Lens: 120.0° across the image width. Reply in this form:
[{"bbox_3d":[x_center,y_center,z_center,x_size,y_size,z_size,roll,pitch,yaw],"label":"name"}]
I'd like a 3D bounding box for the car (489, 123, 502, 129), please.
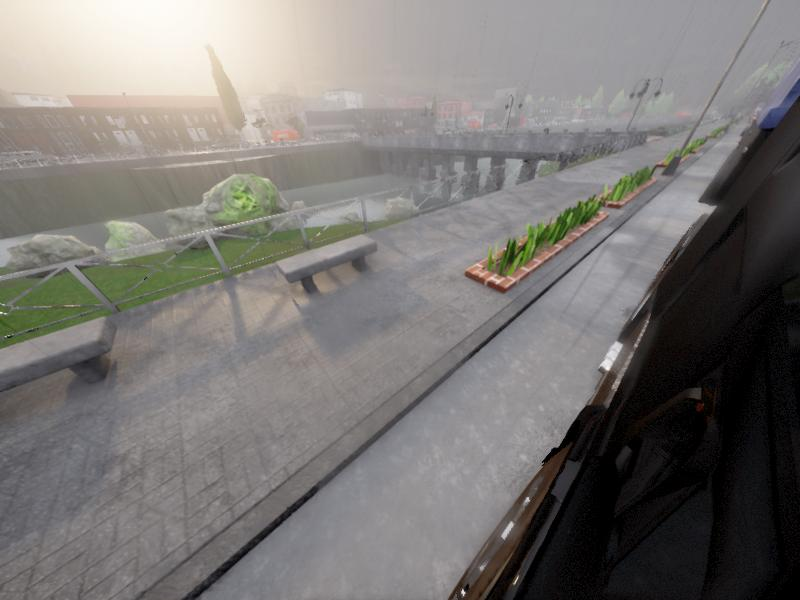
[{"bbox_3d":[35.974,-65.818,87.284,4.553,1.767,2.097,-28,44,-30],"label":"car"}]

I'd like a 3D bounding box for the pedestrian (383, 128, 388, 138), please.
[{"bbox_3d":[-3.526,-39.852,55.114,0.751,1.860,0.751,-16,39,-16],"label":"pedestrian"}]

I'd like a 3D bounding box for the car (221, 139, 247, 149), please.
[{"bbox_3d":[-33.295,-31.446,46.439,3.806,1.475,1.970,-26,43,-28],"label":"car"}]

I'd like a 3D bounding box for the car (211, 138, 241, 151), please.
[{"bbox_3d":[-32.412,-29.137,43.203,3.988,1.617,1.851,-27,43,-28],"label":"car"}]

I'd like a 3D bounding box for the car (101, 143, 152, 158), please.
[{"bbox_3d":[-45.490,-25.088,38.657,5.238,1.638,1.930,-28,43,-30],"label":"car"}]

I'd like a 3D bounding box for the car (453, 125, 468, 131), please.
[{"bbox_3d":[21.571,-61.156,82.164,5.238,1.638,1.930,-28,44,-30],"label":"car"}]

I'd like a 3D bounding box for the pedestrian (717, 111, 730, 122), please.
[{"bbox_3d":[71.758,-40.675,51.213,0.751,1.860,0.751,25,45,32],"label":"pedestrian"}]

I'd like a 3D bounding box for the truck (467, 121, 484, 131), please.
[{"bbox_3d":[26.527,-61.027,80.964,5.204,2.467,2.627,-28,44,-30],"label":"truck"}]

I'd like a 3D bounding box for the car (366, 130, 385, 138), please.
[{"bbox_3d":[-6.752,-45.920,63.822,4.974,1.542,2.038,-28,44,-30],"label":"car"}]

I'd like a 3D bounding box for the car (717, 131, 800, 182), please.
[{"bbox_3d":[15.597,-6.156,9.693,4.181,1.385,1.994,-27,43,-29],"label":"car"}]

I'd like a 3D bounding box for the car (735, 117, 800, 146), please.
[{"bbox_3d":[28.068,-12.944,17.734,4.514,1.525,2.007,-27,43,-29],"label":"car"}]

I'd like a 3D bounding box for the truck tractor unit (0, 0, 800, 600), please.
[{"bbox_3d":[2.645,-0.295,0.352,6.516,4.208,3.053,-28,44,-30],"label":"truck tractor unit"}]

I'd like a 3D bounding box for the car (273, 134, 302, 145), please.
[{"bbox_3d":[-25.079,-35.960,51.758,5.238,1.638,1.930,-27,43,-28],"label":"car"}]

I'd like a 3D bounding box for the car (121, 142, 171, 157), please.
[{"bbox_3d":[-41.032,-24.500,37.580,5.238,1.638,1.930,-27,43,-29],"label":"car"}]

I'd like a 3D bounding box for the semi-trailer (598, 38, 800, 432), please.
[{"bbox_3d":[8.703,-3.614,4.205,14.254,4.402,2.717,-28,44,-30],"label":"semi-trailer"}]

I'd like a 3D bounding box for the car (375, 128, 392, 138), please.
[{"bbox_3d":[-4.347,-44.217,61.154,3.866,1.878,1.905,-28,44,-29],"label":"car"}]

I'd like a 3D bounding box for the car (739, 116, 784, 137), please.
[{"bbox_3d":[35.766,-17.213,22.942,4.193,1.474,1.816,-29,44,-30],"label":"car"}]

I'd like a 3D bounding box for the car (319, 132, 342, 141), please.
[{"bbox_3d":[-17.075,-40.260,56.958,4.856,1.649,2.033,-27,43,-29],"label":"car"}]

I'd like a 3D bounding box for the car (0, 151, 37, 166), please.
[{"bbox_3d":[-55.080,-19.867,32.488,3.806,1.475,1.970,-28,44,-30],"label":"car"}]

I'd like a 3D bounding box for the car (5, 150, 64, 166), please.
[{"bbox_3d":[-50.054,-19.567,31.756,3.806,1.475,1.970,-27,43,-29],"label":"car"}]

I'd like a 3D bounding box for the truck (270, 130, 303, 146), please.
[{"bbox_3d":[-23.714,-34.053,48.454,5.204,2.467,2.627,-28,44,-29],"label":"truck"}]

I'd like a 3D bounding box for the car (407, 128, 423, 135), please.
[{"bbox_3d":[4.633,-52.008,71.211,5.008,1.535,1.882,-28,44,-30],"label":"car"}]

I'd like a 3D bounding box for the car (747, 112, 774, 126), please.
[{"bbox_3d":[60.269,-30.259,38.611,5.008,1.535,1.882,-28,44,-29],"label":"car"}]

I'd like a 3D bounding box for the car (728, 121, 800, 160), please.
[{"bbox_3d":[21.288,-9.299,13.337,4.514,1.525,2.007,-27,43,-29],"label":"car"}]
